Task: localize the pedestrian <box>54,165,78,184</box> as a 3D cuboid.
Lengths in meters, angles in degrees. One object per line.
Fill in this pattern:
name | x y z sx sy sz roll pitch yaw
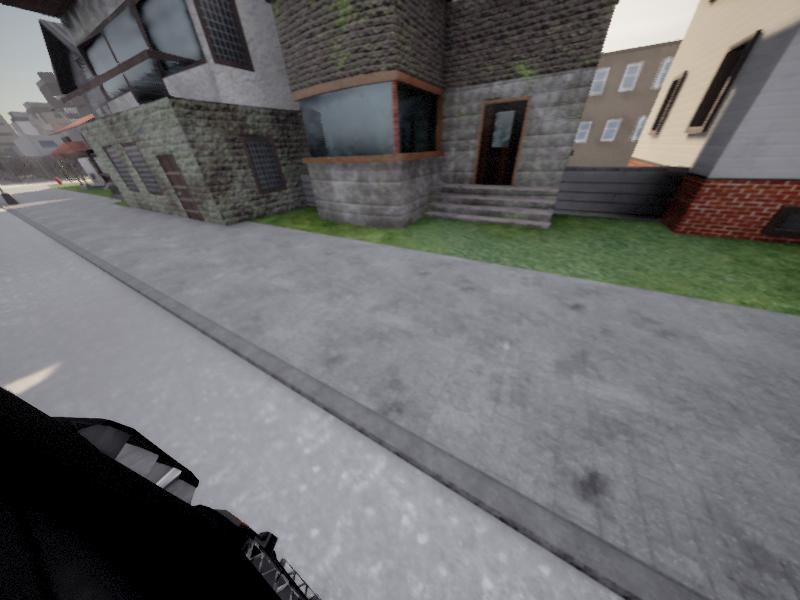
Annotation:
pedestrian | -39.706 -14.936 27.449 0.751 1.860 0.751 17 38 27
